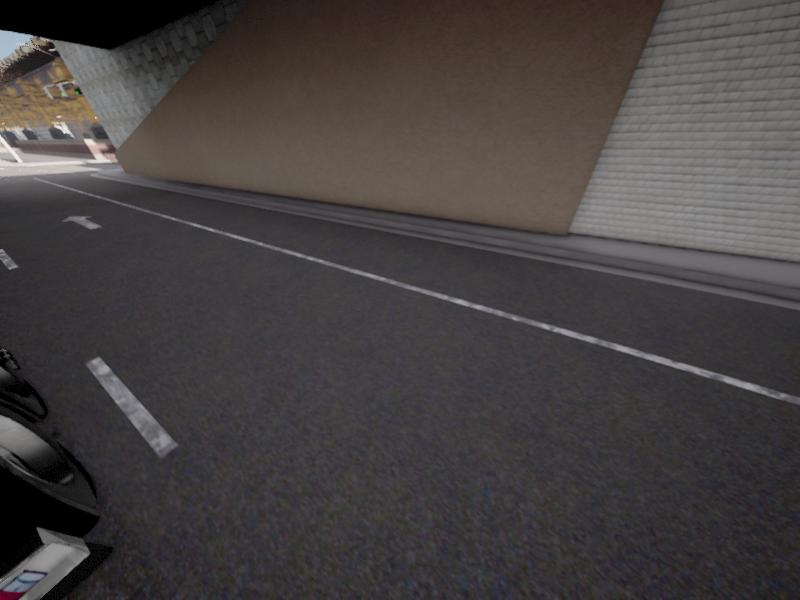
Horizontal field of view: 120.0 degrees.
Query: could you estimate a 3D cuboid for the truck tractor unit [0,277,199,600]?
[{"bbox_3d":[-5.132,-0.280,0.743,6.516,4.208,3.053,18,39,23],"label":"truck tractor unit"}]
